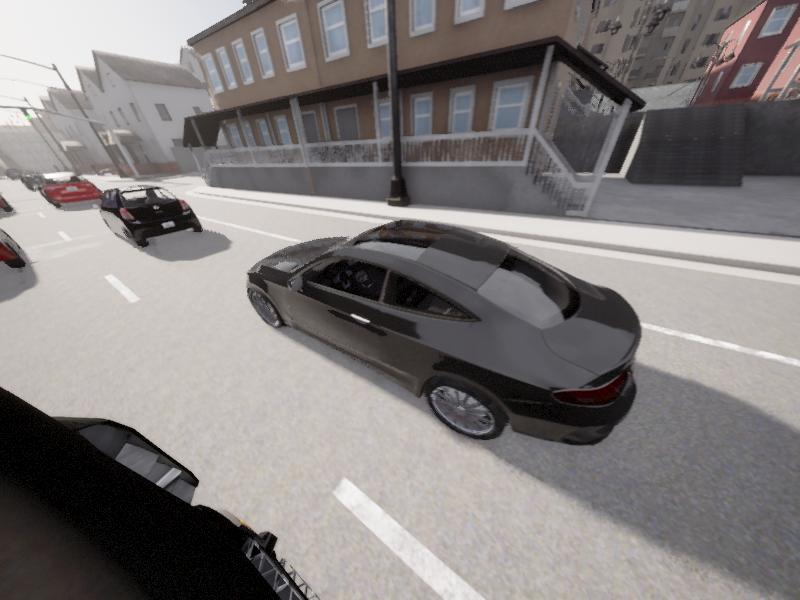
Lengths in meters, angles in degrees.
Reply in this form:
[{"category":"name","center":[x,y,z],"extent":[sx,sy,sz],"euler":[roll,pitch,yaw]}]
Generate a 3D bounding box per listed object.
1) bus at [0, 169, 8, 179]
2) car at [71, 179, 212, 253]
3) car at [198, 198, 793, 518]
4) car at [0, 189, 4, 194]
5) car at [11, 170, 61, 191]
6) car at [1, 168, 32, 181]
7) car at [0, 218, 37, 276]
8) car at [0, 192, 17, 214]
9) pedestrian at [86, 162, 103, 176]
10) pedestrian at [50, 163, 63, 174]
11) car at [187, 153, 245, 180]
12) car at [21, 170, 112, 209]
[{"category":"bus","center":[-82.095,-25.433,44.104],"extent":[10.273,4.253,3.944],"euler":[11,36,20]},{"category":"car","center":[-8.272,-2.874,7.444],"extent":[3.633,1.501,1.845],"euler":[18,39,28]},{"category":"car","center":[-0.111,-0.184,2.900],"extent":[4.674,1.442,1.812],"euler":[18,39,28]},{"category":"car","center":[-39.045,-10.555,21.194],"extent":[4.902,1.511,2.128],"euler":[18,39,28]},{"category":"car","center":[-37.117,-12.252,23.575],"extent":[4.514,1.525,2.007],"euler":[18,39,28]},{"category":"car","center":[-64.795,-21.303,39.009],"extent":[4.856,1.649,2.033],"euler":[18,39,28]},{"category":"car","center":[-11.136,-1.486,5.585],"extent":[3.633,1.501,1.845],"euler":[18,39,28]},{"category":"car","center":[-23.629,-5.603,12.527],"extent":[4.611,1.667,2.242],"euler":[18,39,28]},{"category":"pedestrian","center":[-45.775,-19.636,34.599],"extent":[0.751,1.860,0.751],"euler":[22,41,32]},{"category":"pedestrian","center":[-71.580,-27.417,48.137],"extent":[0.751,1.860,0.751],"euler":[26,43,36]},{"category":"car","center":[-21.458,-15.769,27.159],"extent":[2.033,1.649,4.856],"euler":[17,47,27]},{"category":"car","center":[-20.655,-6.957,14.329],"extent":[4.611,1.667,2.242],"euler":[18,39,28]}]
